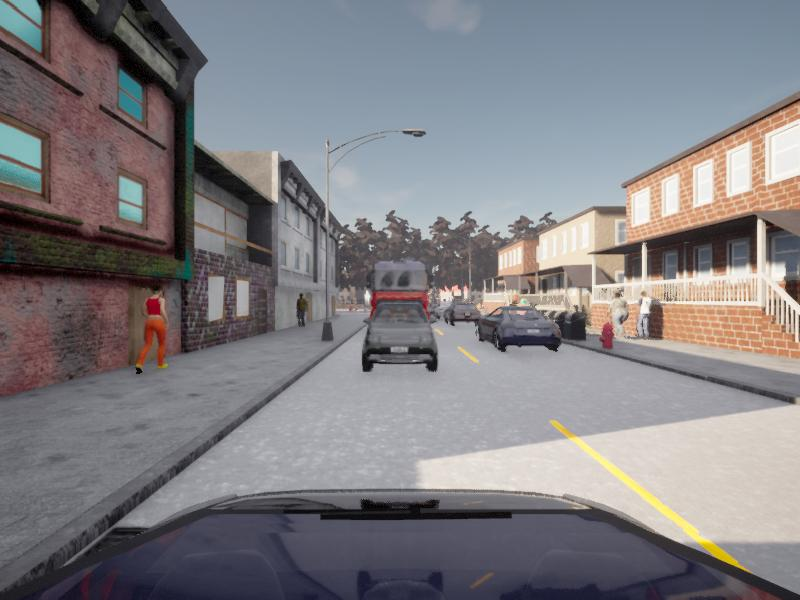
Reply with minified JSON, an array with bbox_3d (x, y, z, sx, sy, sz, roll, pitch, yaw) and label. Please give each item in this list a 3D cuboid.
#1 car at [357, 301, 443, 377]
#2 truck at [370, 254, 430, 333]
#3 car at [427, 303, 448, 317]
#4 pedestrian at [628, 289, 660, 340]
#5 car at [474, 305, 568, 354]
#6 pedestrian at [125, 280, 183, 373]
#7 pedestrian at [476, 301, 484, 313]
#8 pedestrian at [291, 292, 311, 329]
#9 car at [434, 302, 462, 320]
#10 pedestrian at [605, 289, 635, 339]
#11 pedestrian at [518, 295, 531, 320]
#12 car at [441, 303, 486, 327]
[{"bbox_3d":[-0.006,0.809,10.121,1.789,1.549,3.705,0,1,0],"label":"car"},{"bbox_3d":[-0.038,-0.322,23.520,2.891,3.827,8.468,0,0,0],"label":"truck"},{"bbox_3d":[3.709,0.944,40.026,1.895,1.301,4.718,0,0,3],"label":"car"},{"bbox_3d":[9.235,0.533,15.180,0.751,1.860,0.751,0,0,-1],"label":"pedestrian"},{"bbox_3d":[3.995,0.907,14.028,1.994,1.385,4.181,0,0,0],"label":"car"},{"bbox_3d":[-5.131,0.533,8.389,0.751,1.860,0.751,0,0,1],"label":"pedestrian"},{"bbox_3d":[9.271,0.805,46.524,0.751,1.300,0.751,0,0,-6],"label":"pedestrian"},{"bbox_3d":[-5.074,0.533,20.557,0.751,1.860,0.751,0,0,9],"label":"pedestrian"},{"bbox_3d":[3.915,0.870,33.546,1.812,1.442,4.674,0,0,0],"label":"car"},{"bbox_3d":[8.481,0.533,15.444,0.751,1.860,0.751,0,0,3],"label":"pedestrian"},{"bbox_3d":[9.302,0.533,29.942,0.751,1.860,0.751,0,0,2],"label":"pedestrian"},{"bbox_3d":[3.969,0.895,25.949,2.033,1.411,5.357,0,0,0],"label":"car"}]
